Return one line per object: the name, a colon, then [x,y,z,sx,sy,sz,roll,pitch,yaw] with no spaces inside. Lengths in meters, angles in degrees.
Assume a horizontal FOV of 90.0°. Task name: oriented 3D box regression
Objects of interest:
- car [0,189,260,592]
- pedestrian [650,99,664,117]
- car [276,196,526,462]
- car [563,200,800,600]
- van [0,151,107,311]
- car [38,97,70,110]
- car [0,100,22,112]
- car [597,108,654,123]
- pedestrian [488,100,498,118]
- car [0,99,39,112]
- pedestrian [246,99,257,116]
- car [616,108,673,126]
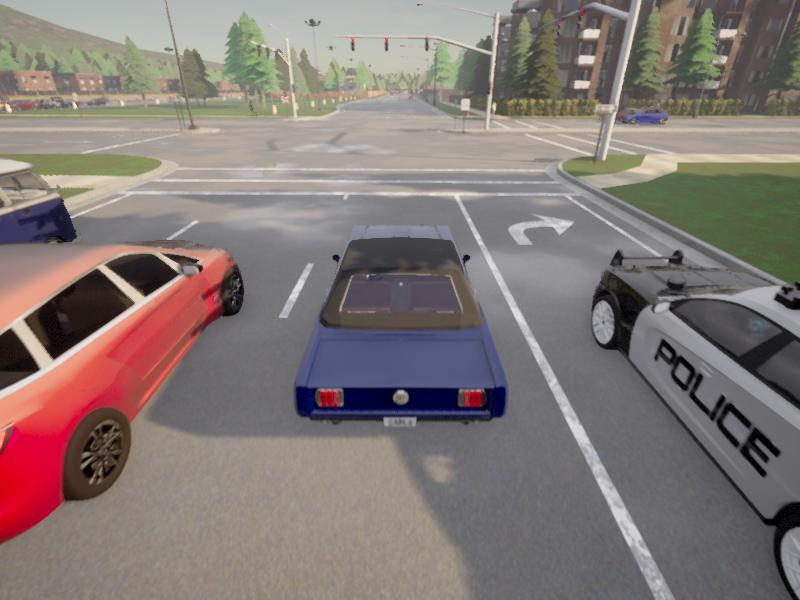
car: [-3.491,0.147,4.337,2.242,1.667,4.611,0,28,0]
pedestrian: [30.646,-22.907,47.755,0.751,1.860,0.751,0,28,0]
car: [0.014,-0.205,5.414,1.895,1.301,4.718,0,28,0]
car: [3.508,0.564,3.575,1.930,1.638,5.238,0,28,0]
van: [-6.982,-0.845,5.890,1.775,1.987,4.442,0,28,0]
car: [-61.190,-34.790,70.770,1.905,1.878,3.866,0,28,0]
car: [-64.692,-31.452,64.754,1.801,1.575,5.366,0,28,0]
car: [23.545,-19.304,41.867,4.718,1.301,1.895,0,28,0]
pedestrian: [10.649,-21.903,45.810,0.751,1.860,0.751,-3,28,-5]
car: [-61.192,-31.351,64.298,2.097,1.767,4.553,0,28,0]
pedestrian: [-17.925,-23.221,48.340,0.751,1.860,0.751,2,28,3]
car: [23.597,-17.758,38.724,4.193,1.474,1.816,0,28,0]
